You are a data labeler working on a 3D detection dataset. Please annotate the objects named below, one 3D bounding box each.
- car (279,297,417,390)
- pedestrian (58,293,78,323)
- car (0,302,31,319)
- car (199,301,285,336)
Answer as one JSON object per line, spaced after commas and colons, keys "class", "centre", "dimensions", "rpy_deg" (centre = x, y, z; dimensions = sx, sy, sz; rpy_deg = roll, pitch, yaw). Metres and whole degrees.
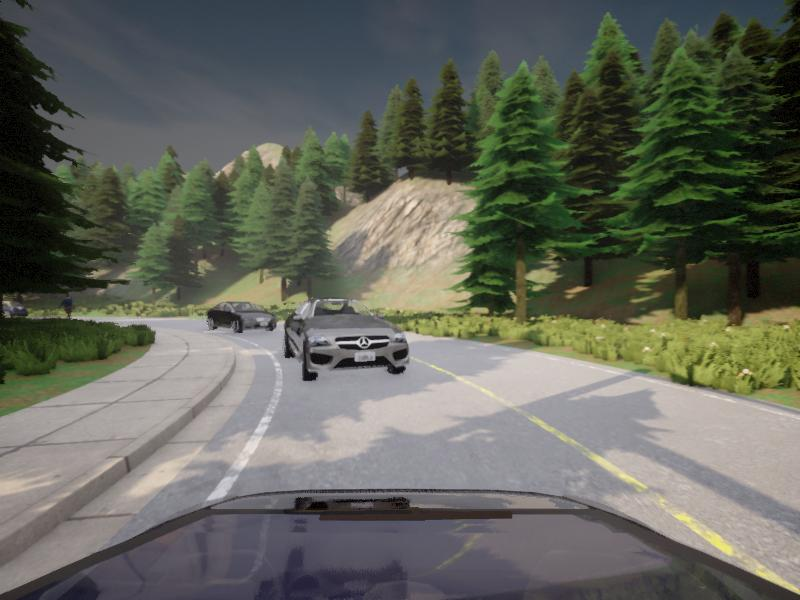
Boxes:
{"class": "car", "centre": [-1.604, 0.776, 9.833], "dimensions": [2.152, 1.651, 5.027], "rpy_deg": [0, 0, -22]}
{"class": "pedestrian", "centre": [-20.770, 0.505, 25.049], "dimensions": [0.751, 1.860, 0.751], "rpy_deg": [0, 0, 28]}
{"class": "car", "centre": [-35.343, 0.893, 35.142], "dimensions": [3.806, 1.475, 1.970], "rpy_deg": [0, 0, -7]}
{"class": "car", "centre": [-8.015, 0.836, 20.047], "dimensions": [4.902, 1.511, 2.128], "rpy_deg": [0, 0, 43]}
